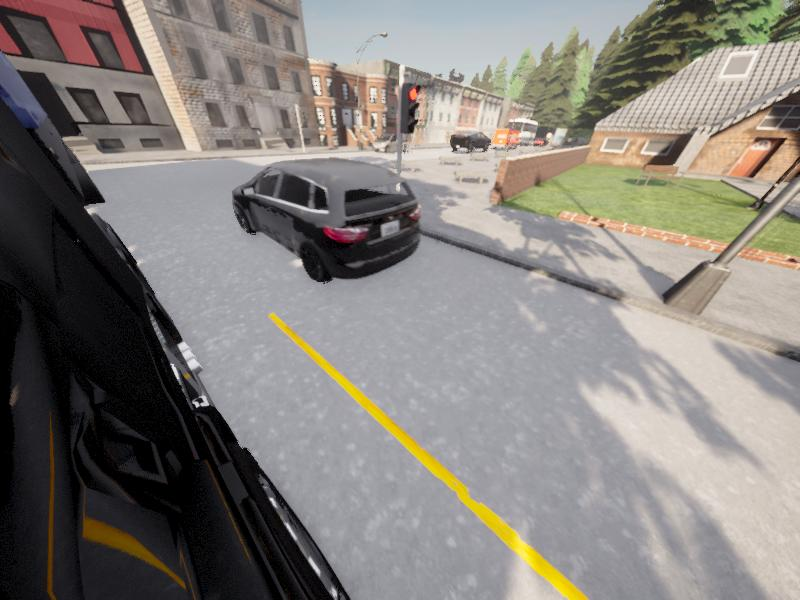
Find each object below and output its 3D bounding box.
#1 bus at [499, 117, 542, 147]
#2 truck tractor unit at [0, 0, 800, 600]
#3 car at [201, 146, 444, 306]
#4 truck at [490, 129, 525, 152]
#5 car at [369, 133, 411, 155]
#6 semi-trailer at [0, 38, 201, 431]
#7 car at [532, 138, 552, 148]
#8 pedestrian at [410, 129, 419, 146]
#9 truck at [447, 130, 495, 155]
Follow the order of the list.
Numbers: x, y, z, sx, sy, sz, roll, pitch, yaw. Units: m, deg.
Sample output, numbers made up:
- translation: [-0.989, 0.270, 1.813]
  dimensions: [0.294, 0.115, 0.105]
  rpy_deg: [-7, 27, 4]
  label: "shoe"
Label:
- translation: [24.324, -33.568, 46.446]
  dimensions: [3.944, 4.253, 10.273]
  rpy_deg: [29, 43, 30]
  label: "bus"
- translation: [-2.645, -0.295, 0.351]
  dimensions: [6.516, 4.208, 3.053]
  rpy_deg: [28, 44, 30]
  label: "truck tractor unit"
- translation: [-1.757, -2.027, 4.847]
  dimensions: [4.611, 1.667, 2.242]
  rpy_deg: [30, 45, 31]
  label: "car"
- translation: [16.018, -23.768, 34.322]
  dimensions: [2.627, 2.467, 5.204]
  rpy_deg: [29, 45, 30]
  label: "truck"
- translation: [-0.955, -15.714, 23.173]
  dimensions: [1.851, 1.617, 3.988]
  rpy_deg: [28, 44, 30]
  label: "car"
- translation: [-8.670, -3.635, 4.241]
  dimensions: [14.254, 4.402, 2.717]
  rpy_deg: [29, 44, 30]
  label: "semi-trailer"
- translation: [28.942, -32.066, 47.005]
  dimensions: [2.007, 1.525, 4.514]
  rpy_deg: [29, 44, 30]
  label: "car"
- translation: [1.916, -22.117, 31.466]
  dimensions: [0.751, 1.860, 0.751]
  rpy_deg: [-29, 48, -36]
  label: "pedestrian"
- translation: [8.425, -18.526, 27.137]
  dimensions: [2.390, 2.098, 6.274]
  rpy_deg: [29, 44, 30]
  label: "truck"
